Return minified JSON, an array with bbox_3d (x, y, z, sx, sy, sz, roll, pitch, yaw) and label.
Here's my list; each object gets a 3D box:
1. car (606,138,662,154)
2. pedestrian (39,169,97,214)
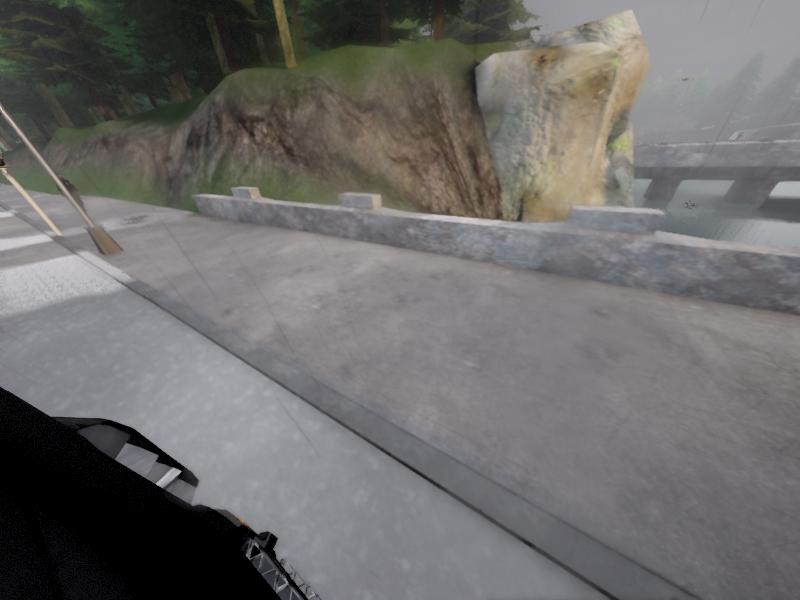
[{"bbox_3d":[33.952,-22.507,33.795,5.238,1.638,1.930,16,38,26],"label":"car"},{"bbox_3d":[-16.104,-5.266,11.245,0.751,1.860,0.751,17,38,28],"label":"pedestrian"}]
